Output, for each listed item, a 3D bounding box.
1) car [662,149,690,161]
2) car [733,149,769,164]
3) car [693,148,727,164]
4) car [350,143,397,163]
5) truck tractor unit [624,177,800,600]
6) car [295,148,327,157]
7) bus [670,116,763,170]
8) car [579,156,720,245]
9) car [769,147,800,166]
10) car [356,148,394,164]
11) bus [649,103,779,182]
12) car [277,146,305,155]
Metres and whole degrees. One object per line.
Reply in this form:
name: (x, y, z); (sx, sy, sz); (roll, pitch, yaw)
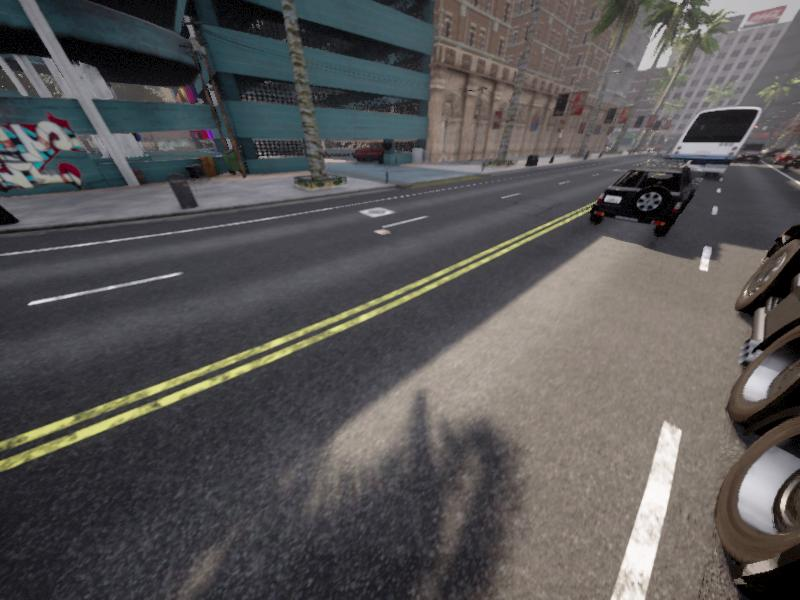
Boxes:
car: (42.000, -22.074, 35.183); (4.181, 1.385, 1.994); (-25, 42, -32)
car: (46.403, -19.063, 30.647); (4.974, 1.542, 2.038); (-26, 42, -32)
car: (42.778, -19.967, 31.883); (5.027, 1.651, 2.152); (-26, 42, -32)
car: (-3.275, -19.193, 29.974); (5.566, 2.045, 2.435); (-26, 42, -32)
truck tractor unit: (4.949, -0.433, 0.988); (6.516, 4.208, 3.053); (-24, 41, -31)
car: (-15.871, -26.508, 41.416); (4.718, 1.301, 1.895); (-26, 42, -32)
bus: (35.101, -17.454, 25.873); (10.273, 4.253, 3.944); (-26, 42, -32)
car: (8.207, -3.508, 7.567); (4.605, 1.855, 1.932); (-25, 42, -32)
car: (47.441, -17.379, 27.959); (4.553, 1.767, 2.185); (-26, 42, -32)
car: (-3.231, -18.891, 30.226); (4.514, 1.523, 2.007); (-26, 42, -32)
bus: (25.478, -12.834, 19.113); (10.273, 4.253, 3.944); (-26, 42, -32)
car: (-23.055, -31.703, 48.909); (4.786, 1.482, 2.161); (-26, 42, -32)
